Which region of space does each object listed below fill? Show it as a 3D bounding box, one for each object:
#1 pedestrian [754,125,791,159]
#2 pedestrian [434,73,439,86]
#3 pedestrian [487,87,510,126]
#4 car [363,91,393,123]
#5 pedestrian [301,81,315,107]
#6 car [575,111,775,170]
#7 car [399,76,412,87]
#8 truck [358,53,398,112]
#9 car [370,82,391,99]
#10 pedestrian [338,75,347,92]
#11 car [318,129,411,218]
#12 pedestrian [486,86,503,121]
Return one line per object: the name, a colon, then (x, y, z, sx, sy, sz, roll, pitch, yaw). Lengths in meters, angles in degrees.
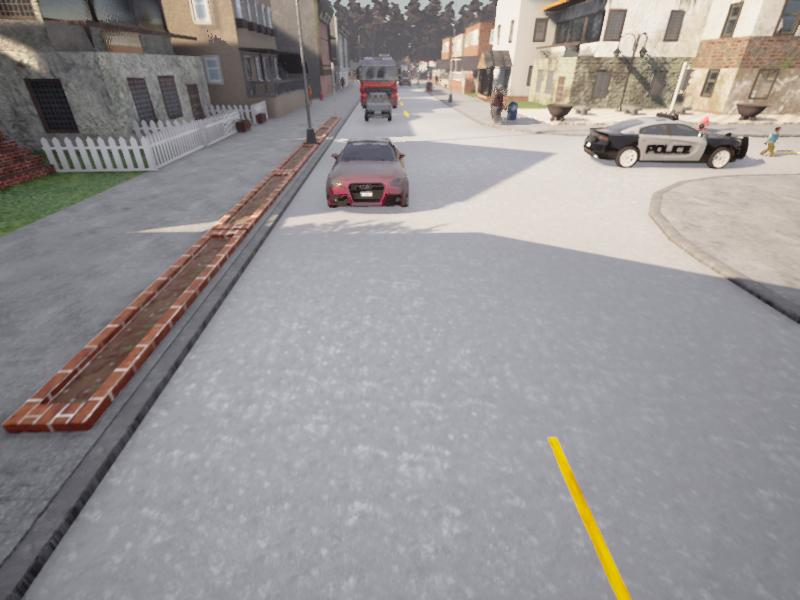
pedestrian: (14.097, -6.001, 15.166, 0.500, 1.100, 0.500, -11, 32, -18)
pedestrian: (6.247, -37.811, 68.576, 0.751, 1.860, 0.751, -1, 30, -2)
pedestrian: (5.542, -10.916, 22.570, 0.751, 1.860, 0.751, -25, 39, -36)
car: (-1.417, -12.628, 26.053, 1.789, 1.549, 3.705, -1, 30, -2)
pedestrian: (-7.461, -16.755, 32.535, 0.751, 1.860, 0.751, -2, 30, -3)
car: (9.314, -5.639, 14.045, 5.238, 1.638, 1.930, 1, 30, 2)
car: (0.865, -38.135, 69.697, 2.038, 1.542, 4.974, -1, 30, -2)
truck: (-1.742, -18.265, 33.441, 2.891, 3.827, 8.468, -1, 30, -2)
car: (-2.129, -23.068, 43.974, 2.163, 1.488, 4.792, -1, 30, -2)
pedestrian: (-7.341, -27.738, 51.314, 0.751, 1.860, 0.751, 9, 31, 15)
car: (-0.826, -3.564, 10.739, 1.994, 1.385, 4.181, -1, 30, -2)
pedestrian: (5.718, -11.932, 24.308, 0.751, 1.860, 0.751, 3, 30, 6)
